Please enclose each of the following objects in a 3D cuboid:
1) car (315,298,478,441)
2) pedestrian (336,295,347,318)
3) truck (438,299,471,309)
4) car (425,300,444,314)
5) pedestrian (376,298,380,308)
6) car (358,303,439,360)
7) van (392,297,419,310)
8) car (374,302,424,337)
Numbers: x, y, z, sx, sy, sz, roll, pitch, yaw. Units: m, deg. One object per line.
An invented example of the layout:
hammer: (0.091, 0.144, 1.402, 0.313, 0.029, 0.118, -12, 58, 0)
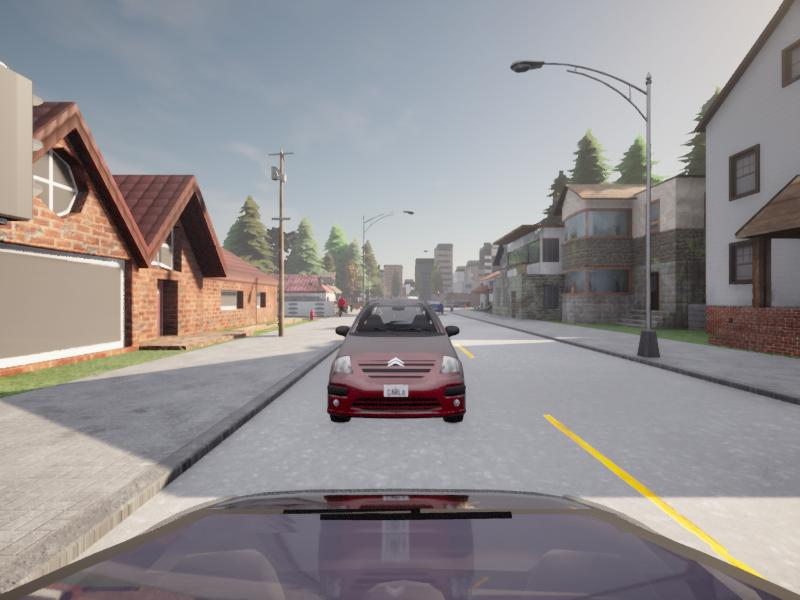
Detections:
car: (-0.037, 0.788, 6.527, 1.851, 1.617, 3.988, 0, 0, 0)
pedestrian: (-4.950, 0.533, 33.796, 0.751, 1.860, 0.751, 0, 0, 2)
truck: (10.798, 0.759, 80.223, 6.274, 2.098, 2.390, 0, 0, 0)
car: (3.974, 0.823, 46.938, 1.882, 1.535, 5.008, 0, 0, 0)
pedestrian: (-4.063, 0.533, 74.730, 0.751, 1.860, 0.751, 0, 0, -4)
car: (-0.035, 0.851, 13.090, 2.163, 1.488, 4.792, 0, 0, 0)
van: (1.067, 0.593, 75.857, 2.351, 2.431, 6.366, 0, 0, 29)
car: (-0.034, 0.851, 19.556, 2.163, 1.488, 4.792, 0, 0, 0)
